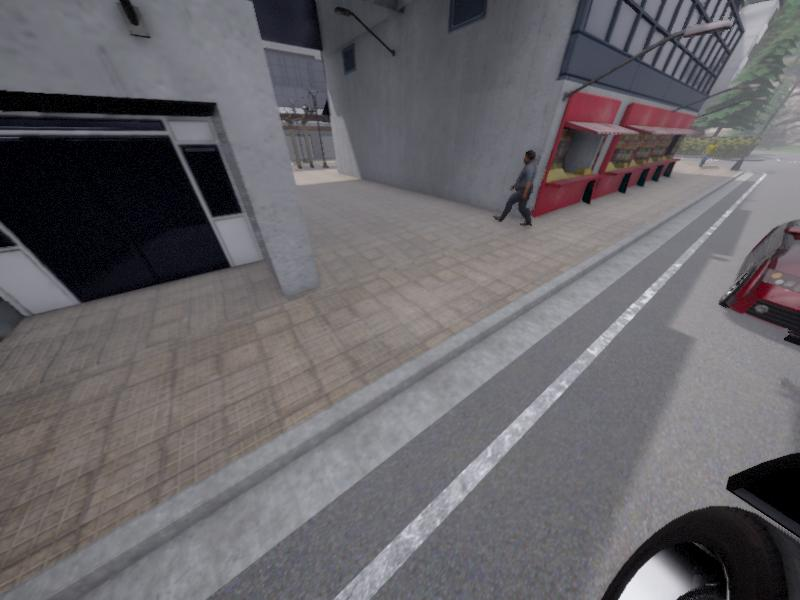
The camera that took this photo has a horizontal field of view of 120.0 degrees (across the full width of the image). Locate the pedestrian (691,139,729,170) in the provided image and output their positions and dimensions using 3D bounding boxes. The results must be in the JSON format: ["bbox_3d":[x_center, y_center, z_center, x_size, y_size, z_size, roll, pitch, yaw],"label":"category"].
[{"bbox_3d":[22.706,-10.687,16.976,0.751,1.860,0.751,-17,38,-22],"label":"pedestrian"}]

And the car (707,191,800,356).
[{"bbox_3d":[6.830,-0.466,3.329,4.181,1.385,1.994,-22,41,-28],"label":"car"}]

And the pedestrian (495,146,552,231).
[{"bbox_3d":[3.176,-2.901,6.045,0.751,1.860,0.751,20,40,26],"label":"pedestrian"}]
